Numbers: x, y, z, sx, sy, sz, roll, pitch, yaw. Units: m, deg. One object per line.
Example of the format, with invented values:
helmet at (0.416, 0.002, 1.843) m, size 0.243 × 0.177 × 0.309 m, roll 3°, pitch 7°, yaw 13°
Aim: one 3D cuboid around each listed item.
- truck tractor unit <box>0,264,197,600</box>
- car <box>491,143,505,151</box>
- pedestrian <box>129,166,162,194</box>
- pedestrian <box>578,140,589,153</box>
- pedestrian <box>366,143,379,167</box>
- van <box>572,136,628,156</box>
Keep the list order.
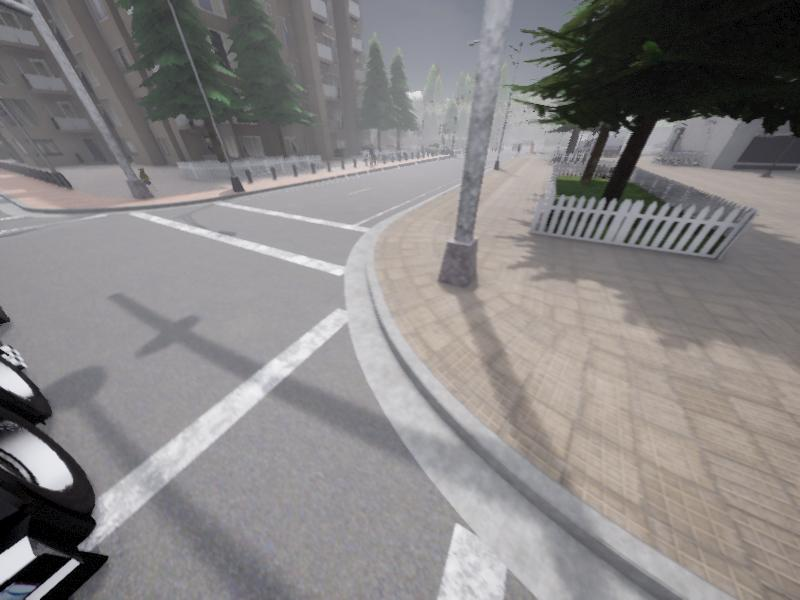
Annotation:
truck tractor unit at (-5.114, -0.297, 0.780) m, size 6.516 × 4.208 × 3.053 m, roll 18°, pitch 39°, yaw 24°
car at (22.333, -34.854, 52.569) m, size 2.007 × 1.525 × 4.514 m, roll 17°, pitch 38°, yaw 23°
pedestrian at (-12.404, -5.855, 11.278) m, size 0.500 × 1.100 × 0.500 m, roll 14°, pitch 37°, yaw 20°
pedestrian at (31.643, -26.540, 39.909) m, size 0.751 × 1.860 × 0.751 m, roll 14°, pitch 37°, yaw 19°
pedestrian at (-2.502, -13.449, 21.442) m, size 0.751 × 1.860 × 0.751 m, roll 17°, pitch 38°, yaw 23°
van at (31.031, -24.175, 36.232) m, size 5.915 × 2.561 × 1.988 m, roll 17°, pitch 39°, yaw 23°
